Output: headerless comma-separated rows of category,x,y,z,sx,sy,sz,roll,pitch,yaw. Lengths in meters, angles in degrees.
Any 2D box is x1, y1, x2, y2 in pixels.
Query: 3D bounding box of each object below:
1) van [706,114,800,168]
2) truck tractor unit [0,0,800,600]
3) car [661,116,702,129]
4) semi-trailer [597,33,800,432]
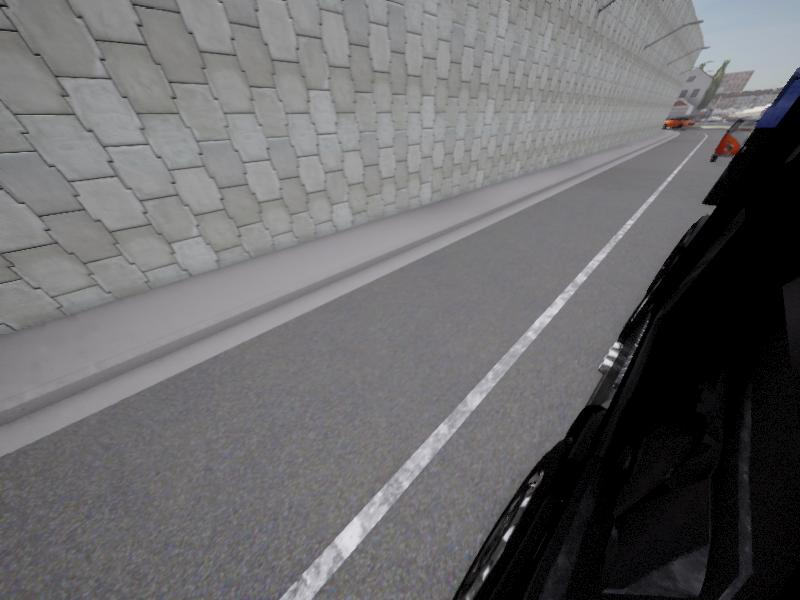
van,18.041,-8.332,11.976,4.442,1.987,1.775,-30,45,-31
truck tractor unit,2.645,-0.295,0.351,6.516,4.208,3.053,-28,44,-30
car,52.052,-32.950,42.871,2.097,1.767,4.553,-1,37,2
semi-trailer,8.759,-3.565,4.166,14.254,4.402,2.717,-27,43,-29
